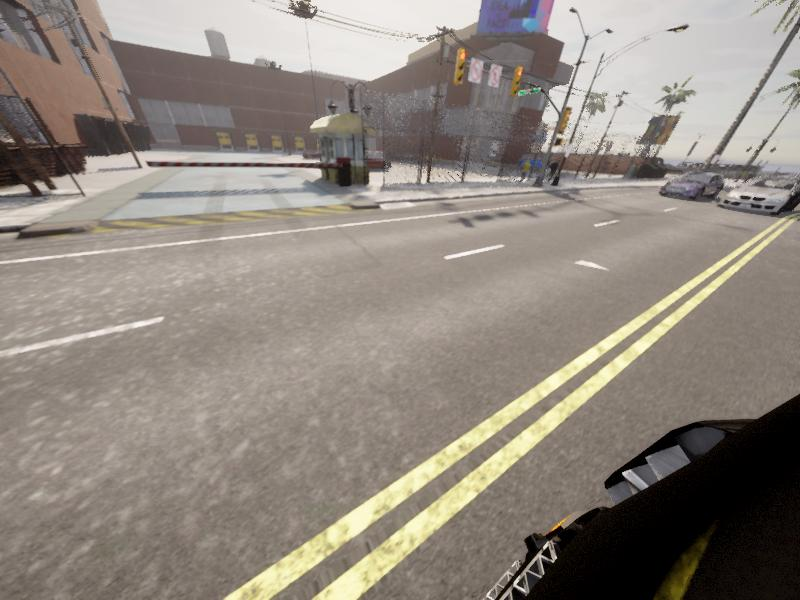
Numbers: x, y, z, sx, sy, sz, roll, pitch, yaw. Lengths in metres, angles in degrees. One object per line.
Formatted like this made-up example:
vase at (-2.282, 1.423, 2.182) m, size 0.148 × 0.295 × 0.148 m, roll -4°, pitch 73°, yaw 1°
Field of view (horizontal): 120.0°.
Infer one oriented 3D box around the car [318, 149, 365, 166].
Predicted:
car at (-6.951, -17.204, 27.860) m, size 5.008 × 1.535 × 2.097 m, roll -16°, pitch 38°, yaw -26°

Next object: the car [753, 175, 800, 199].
car at (34.087, -9.640, 19.731) m, size 4.514 × 1.525 × 2.007 m, roll -1°, pitch 34°, yaw -7°

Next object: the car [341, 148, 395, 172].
car at (-3.064, -13.568, 22.434) m, size 4.553 × 1.767 × 2.185 m, roll -16°, pitch 38°, yaw -26°

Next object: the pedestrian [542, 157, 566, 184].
pedestrian at (12.445, -10.463, 18.714) m, size 0.751 × 1.860 × 0.751 m, roll -19°, pitch 39°, yaw -29°

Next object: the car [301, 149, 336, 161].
car at (-12.410, -22.184, 35.323) m, size 4.718 × 1.301 × 1.895 m, roll -16°, pitch 38°, yaw -26°

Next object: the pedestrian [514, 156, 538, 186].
pedestrian at (9.330, -9.615, 17.196) m, size 0.751 × 1.860 × 0.751 m, roll -16°, pitch 38°, yaw -26°

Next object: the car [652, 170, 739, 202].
car at (20.791, -8.094, 16.296) m, size 4.856 × 1.649 × 2.033 m, roll -12°, pitch 36°, yaw -21°

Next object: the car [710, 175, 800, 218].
car at (20.479, -5.910, 12.934) m, size 4.611 × 1.667 × 2.242 m, roll -13°, pitch 37°, yaw -23°
